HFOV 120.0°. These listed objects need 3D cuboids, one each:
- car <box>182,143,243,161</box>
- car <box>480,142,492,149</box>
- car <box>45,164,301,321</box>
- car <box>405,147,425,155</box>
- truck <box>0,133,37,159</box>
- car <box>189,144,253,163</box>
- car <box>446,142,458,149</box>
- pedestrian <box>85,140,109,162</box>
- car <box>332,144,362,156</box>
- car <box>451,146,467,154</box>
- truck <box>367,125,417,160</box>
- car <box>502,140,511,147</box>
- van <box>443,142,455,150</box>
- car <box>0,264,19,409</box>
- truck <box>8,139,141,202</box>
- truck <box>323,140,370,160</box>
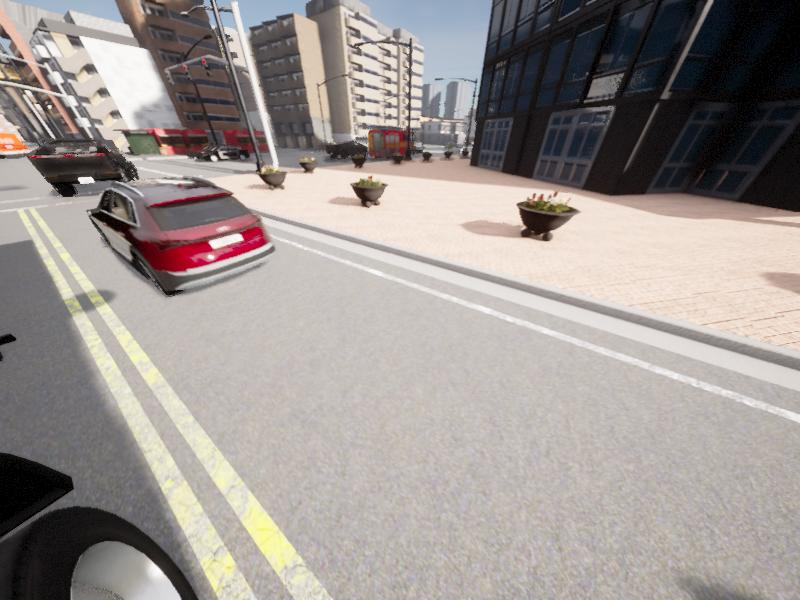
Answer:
[{"bbox_3d":[-22.836,-18.250,28.399,1.930,1.638,5.238,21,40,27],"label":"car"},{"bbox_3d":[28.544,-51.488,76.739,2.097,1.767,4.553,21,41,27],"label":"car"},{"bbox_3d":[-4.650,-1.629,4.774,4.856,1.649,2.033,21,40,27],"label":"car"},{"bbox_3d":[2.975,-29.190,45.159,1.895,1.301,4.718,21,39,27],"label":"car"},{"bbox_3d":[-48.210,-19.012,28.375,5.204,2.467,2.627,22,40,27],"label":"truck"},{"bbox_3d":[-20.246,-16.856,26.437,1.930,1.638,5.238,21,40,27],"label":"car"},{"bbox_3d":[17.642,-52.828,78.917,2.242,1.667,4.611,21,41,27],"label":"car"},{"bbox_3d":[-32.158,-15.843,24.540,0.751,1.860,0.751,25,42,30],"label":"pedestrian"},{"bbox_3d":[-9.134,-26.247,40.356,1.801,1.575,5.366,21,39,27],"label":"car"},{"bbox_3d":[13.570,-34.626,53.175,1.812,1.442,4.674,21,39,27],"label":"car"},{"bbox_3d":[-0.917,-23.326,34.302,2.891,3.827,8.468,21,39,27],"label":"truck"},{"bbox_3d":[38.751,-56.969,83.993,1.932,1.855,4.605,21,41,27],"label":"car"},{"bbox_3d":[14.836,-46.821,70.196,1.775,1.987,4.442,21,40,27],"label":"van"},{"bbox_3d":[-6.609,0.075,2.453,4.974,1.542,2.038,22,41,28],"label":"car"},{"bbox_3d":[-15.534,-6.814,11.675,2.390,2.098,6.274,-27,43,-32],"label":"truck"},{"bbox_3d":[-7.212,-20.897,32.152,2.390,2.098,6.274,21,39,27],"label":"truck"}]
